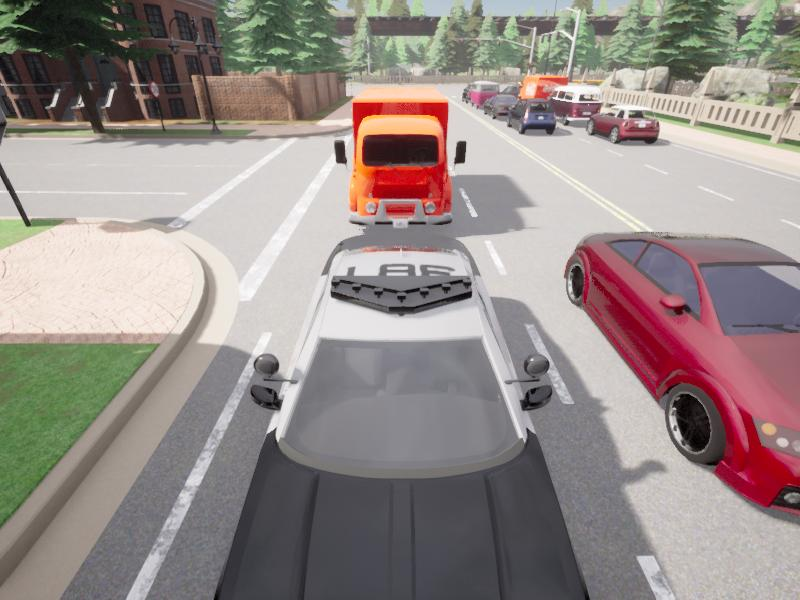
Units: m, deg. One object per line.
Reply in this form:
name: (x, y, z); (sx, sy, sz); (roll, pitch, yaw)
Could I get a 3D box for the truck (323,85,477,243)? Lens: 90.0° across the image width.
truck: (0.007, -3.597, 9.680); (2.627, 2.467, 5.204); (0, 32, 0)

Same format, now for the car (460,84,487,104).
car: (7.013, -19.855, 38.500); (1.789, 1.549, 3.705); (0, 30, 0)

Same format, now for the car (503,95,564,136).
car: (7.012, -9.985, 21.537); (1.851, 1.617, 3.988); (0, 30, 0)

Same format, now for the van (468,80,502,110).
van: (7.012, -17.137, 33.414); (1.775, 1.987, 4.442); (0, 30, 0)

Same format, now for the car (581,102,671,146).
car: (10.510, -8.410, 18.970); (1.970, 1.475, 3.806); (0, 30, 0)

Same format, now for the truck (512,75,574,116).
truck: (10.515, -15.487, 30.110); (2.627, 2.467, 5.204); (0, 30, 0)

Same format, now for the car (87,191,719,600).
car: (0.010, 0.617, 3.356); (1.930, 1.638, 5.238); (0, 30, 0)

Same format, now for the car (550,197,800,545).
car: (3.498, 0.144, 4.420); (1.994, 1.385, 4.181); (-1, 30, -1)

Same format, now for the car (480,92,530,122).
car: (7.013, -13.300, 27.428); (2.033, 1.411, 5.357); (0, 30, 0)

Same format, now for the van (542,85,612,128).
van: (10.511, -11.804, 24.225); (2.069, 2.038, 4.480); (0, 30, 0)

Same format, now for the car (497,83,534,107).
car: (10.512, -18.905, 36.800); (2.033, 1.649, 4.856); (0, 30, 0)
